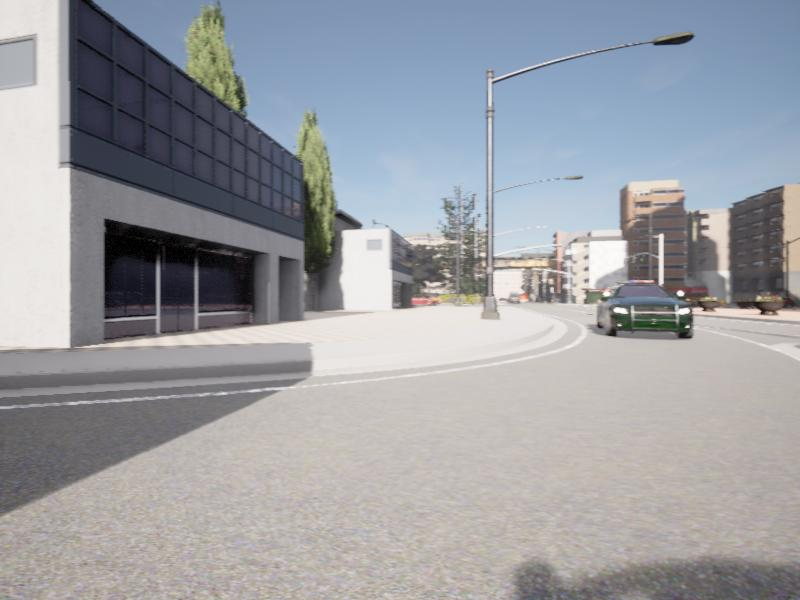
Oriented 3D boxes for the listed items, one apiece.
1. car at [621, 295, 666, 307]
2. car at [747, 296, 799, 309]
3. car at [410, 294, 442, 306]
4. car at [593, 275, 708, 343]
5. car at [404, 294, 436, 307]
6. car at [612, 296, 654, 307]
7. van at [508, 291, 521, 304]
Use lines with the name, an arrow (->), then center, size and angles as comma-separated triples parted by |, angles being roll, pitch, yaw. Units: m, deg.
car -> 35.302, 0.174, 58.117 | 5.238, 1.638, 1.930 | 1, 0, 12
car -> 51.038, 0.382, 54.836 | 4.856, 1.649, 2.033 | 1, 0, 12
car -> 3.794, -0.022, 57.797 | 4.553, 1.767, 2.097 | 0, 0, 8
car -> 6.956, 0.203, 11.725 | 2.038, 1.542, 4.974 | 0, 0, 22
car -> 2.717, 0.074, 54.161 | 3.988, 1.617, 1.851 | 0, 0, 12
car -> 35.752, 0.162, 61.591 | 5.238, 1.638, 1.930 | 1, 0, 11
van -> 22.978, -0.425, 80.471 | 1.988, 2.561, 5.915 | 0, 0, 12
